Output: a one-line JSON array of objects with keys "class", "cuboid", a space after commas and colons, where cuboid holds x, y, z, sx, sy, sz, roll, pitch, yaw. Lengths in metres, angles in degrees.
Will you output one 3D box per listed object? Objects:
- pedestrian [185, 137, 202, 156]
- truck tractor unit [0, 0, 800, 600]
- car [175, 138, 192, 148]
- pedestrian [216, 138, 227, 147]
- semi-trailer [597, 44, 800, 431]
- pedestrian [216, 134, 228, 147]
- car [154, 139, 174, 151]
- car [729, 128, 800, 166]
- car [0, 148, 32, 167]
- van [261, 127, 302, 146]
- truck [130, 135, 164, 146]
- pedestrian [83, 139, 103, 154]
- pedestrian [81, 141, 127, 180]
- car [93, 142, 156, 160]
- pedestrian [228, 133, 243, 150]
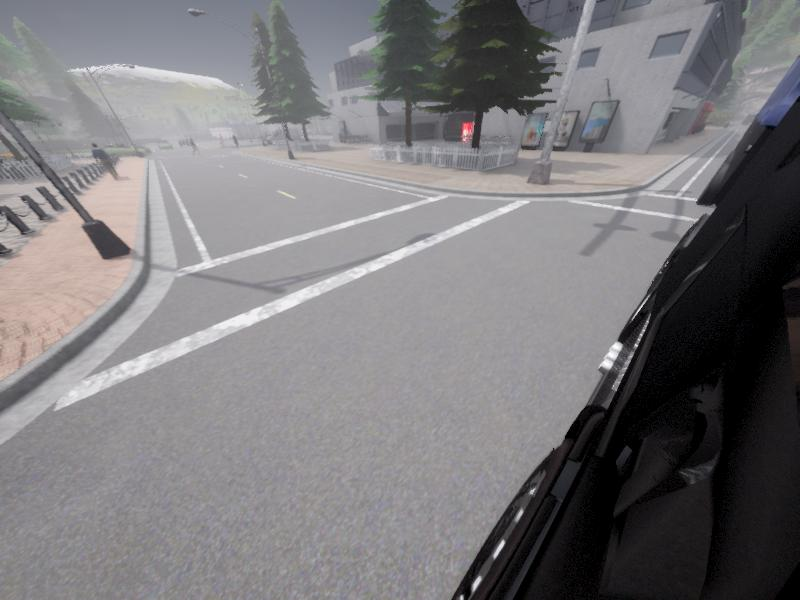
[{"class": "pedestrian", "cuboid": [-25.292, -18.867, 28.348, 0.751, 1.860, 0.751, -15, 39, -17]}, {"class": "truck tractor unit", "cuboid": [2.645, -0.295, 0.351, 6.516, 4.208, 3.053, -28, 44, -30]}, {"class": "car", "cuboid": [-45.570, -33.124, 48.618, 1.837, 1.490, 4.892, -29, 45, -31]}, {"class": "pedestrian", "cuboid": [-31.749, -28.092, 41.109, 0.751, 1.300, 0.751, 19, 42, 25]}, {"class": "semi-trailer", "cuboid": [8.708, -3.588, 4.234, 14.254, 4.402, 2.717, -28, 44, -30]}, {"class": "pedestrian", "cuboid": [-31.890, -28.714, 41.475, 0.751, 1.860, 0.751, -3, 37, -1]}, {"class": "car", "cuboid": [-42.871, -28.209, 41.951, 2.007, 1.525, 4.514, -29, 45, -31]}, {"class": "car", "cuboid": [20.109, -8.408, 12.551, 4.181, 1.385, 1.994, -28, 44, -30]}, {"class": "car", "cuboid": [-43.438, -14.774, 24.163, 5.008, 1.535, 1.882, -29, 44, -31]}, {"class": "van", "cuboid": [-21.589, -30.064, 42.429, 5.915, 2.561, 1.988, -29, 44, -31]}, {"class": "truck", "cuboid": [-73.537, -46.445, 67.216, 6.274, 2.098, 2.390, -29, 44, -30]}, {"class": "pedestrian", "cuboid": [-45.614, -22.846, 34.345, 0.751, 1.860, 0.751, -21, 41, -24]}, {"class": "pedestrian", "cuboid": [-17.021, -8.045, 13.339, 0.751, 1.860, 0.751, -29, 45, -31]}, {"class": "car", "cuboid": [-34.386, -18.806, 29.039, 4.514, 1.525, 2.007, -16, 39, -17]}, {"class": "pedestrian", "cuboid": [-23.215, -22.395, 32.631, 0.751, 1.860, 0.751, 2, 37, 6]}]
